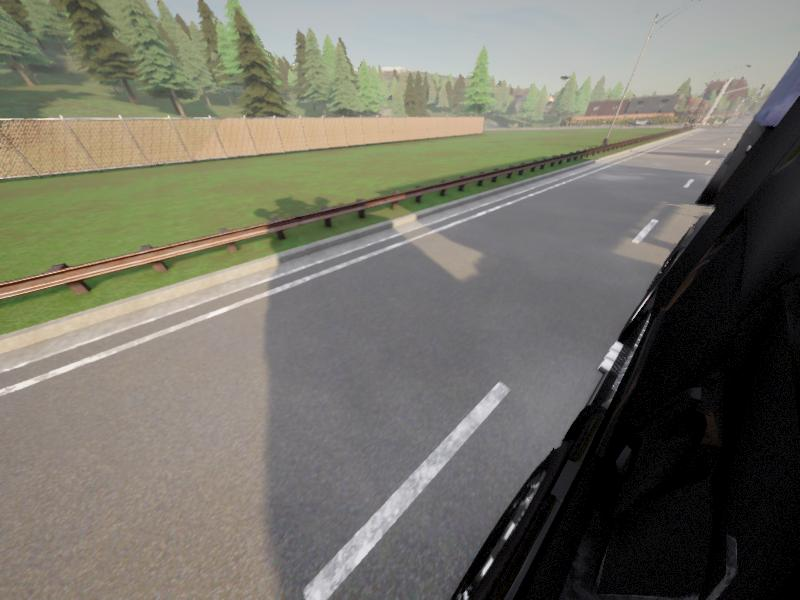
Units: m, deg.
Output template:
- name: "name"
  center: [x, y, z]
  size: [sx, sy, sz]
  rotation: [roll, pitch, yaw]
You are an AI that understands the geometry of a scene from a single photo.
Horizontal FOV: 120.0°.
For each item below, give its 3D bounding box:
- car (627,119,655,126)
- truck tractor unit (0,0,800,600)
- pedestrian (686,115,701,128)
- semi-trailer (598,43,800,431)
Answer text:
- name: "car"
  center: [67.931, -50.041, 65.181]
  size: [2.038, 1.542, 4.974]
  rotation: [-28, 44, -30]
- name: "truck tractor unit"
  center: [2.645, -0.295, 0.351]
  size: [6.516, 4.208, 3.053]
  rotation: [-28, 44, -30]
- name: "pedestrian"
  center: [54.453, -33.085, 42.844]
  size: [0.751, 1.860, 0.751]
  rotation: [-6, 37, -4]
- name: "semi-trailer"
  center: [8.697, -3.592, 4.249]
  size: [14.254, 4.402, 2.717]
  rotation: [-28, 44, -30]
